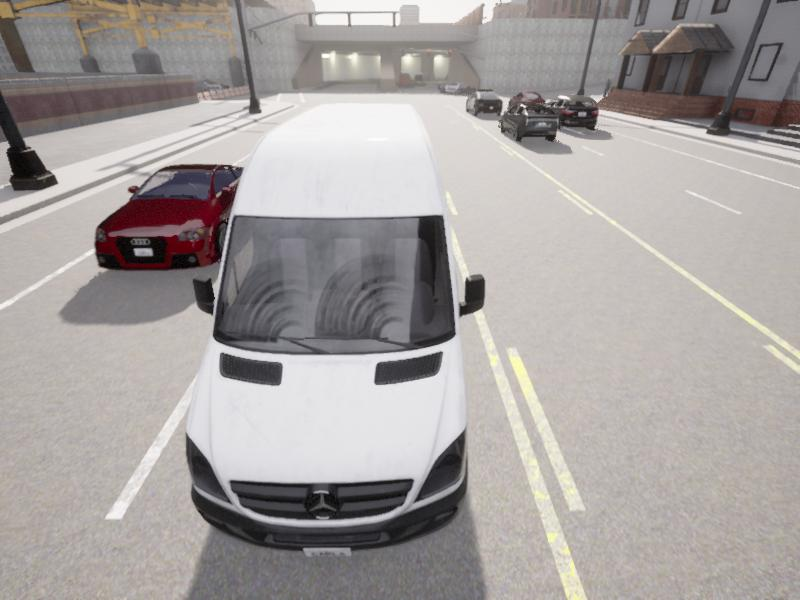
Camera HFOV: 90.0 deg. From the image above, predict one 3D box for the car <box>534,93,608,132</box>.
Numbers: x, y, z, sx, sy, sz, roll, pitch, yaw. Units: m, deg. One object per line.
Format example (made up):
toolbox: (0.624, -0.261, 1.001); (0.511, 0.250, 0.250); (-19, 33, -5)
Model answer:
car: (9.720, -10.995, 23.277); (2.242, 1.667, 4.611); (0, 30, -1)

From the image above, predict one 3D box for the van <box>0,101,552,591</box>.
van: (-0.496, -0.645, 4.609); (1.988, 2.561, 5.915); (0, 30, -1)

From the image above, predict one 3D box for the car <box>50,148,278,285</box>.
car: (-4.043, -1.905, 7.899); (1.994, 1.385, 4.181); (0, 30, -1)

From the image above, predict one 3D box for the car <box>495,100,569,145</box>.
car: (6.279, -8.807, 19.646); (2.007, 1.525, 4.514); (0, 30, -1)

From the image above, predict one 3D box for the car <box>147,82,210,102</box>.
car: (-22.208, -21.044, 40.323); (2.038, 1.542, 4.974); (25, 38, 36)

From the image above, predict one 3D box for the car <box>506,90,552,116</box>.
car: (9.728, -15.157, 30.632); (1.812, 1.442, 4.674); (-1, 30, -2)

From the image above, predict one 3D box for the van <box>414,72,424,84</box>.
van: (3.936, -46.752, 84.120); (2.069, 2.038, 4.480); (1, 30, 1)

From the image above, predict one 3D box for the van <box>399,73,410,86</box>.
van: (0.877, -40.527, 73.482); (1.775, 1.987, 4.442); (-1, 30, -2)

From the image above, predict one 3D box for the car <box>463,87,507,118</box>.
car: (6.133, -14.601, 29.455); (1.930, 1.638, 5.238); (-1, 30, -2)

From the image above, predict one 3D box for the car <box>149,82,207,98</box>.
car: (-22.242, -21.160, 40.211); (1.853, 1.218, 4.536); (25, 38, 36)

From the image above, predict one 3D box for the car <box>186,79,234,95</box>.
car: (-23.140, -26.070, 48.926); (2.038, 1.542, 4.974); (15, 33, 24)

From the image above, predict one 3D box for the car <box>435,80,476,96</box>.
car: (6.908, -26.608, 50.142); (2.038, 1.542, 4.974); (-22, 37, -34)

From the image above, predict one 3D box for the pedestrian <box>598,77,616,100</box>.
pedestrian: (19.014, -19.440, 36.728); (0.751, 1.860, 0.751); (-10, 32, -16)
